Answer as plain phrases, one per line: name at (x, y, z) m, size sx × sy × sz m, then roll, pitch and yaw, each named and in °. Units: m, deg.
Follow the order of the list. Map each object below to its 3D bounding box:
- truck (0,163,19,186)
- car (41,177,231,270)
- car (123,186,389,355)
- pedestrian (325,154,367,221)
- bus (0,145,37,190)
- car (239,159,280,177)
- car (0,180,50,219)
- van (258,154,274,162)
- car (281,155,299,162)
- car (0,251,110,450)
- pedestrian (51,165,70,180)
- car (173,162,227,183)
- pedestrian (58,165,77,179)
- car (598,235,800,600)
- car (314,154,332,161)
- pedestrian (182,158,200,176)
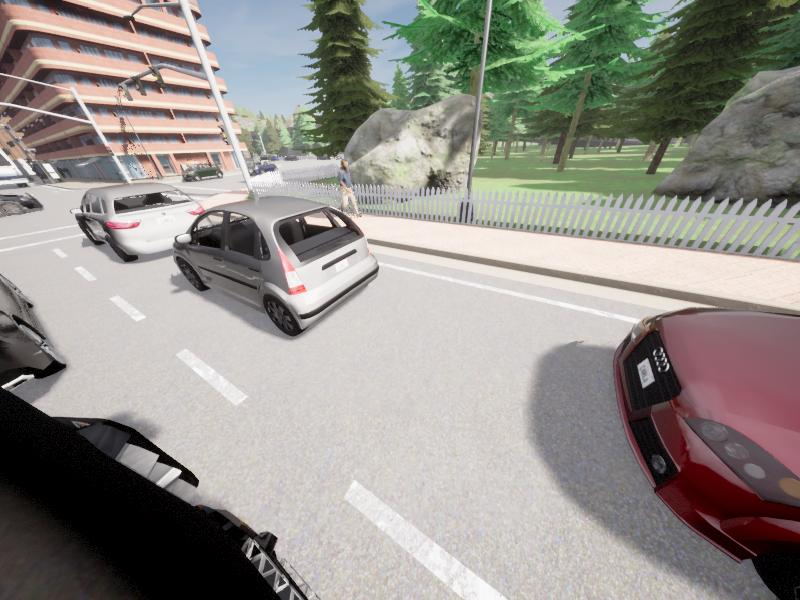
truck at (-60.300, -18.899, 33.629) m, size 8.468 × 3.827 × 2.891 m, roll 16°, pitch 38°, yaw 27°
car at (-7.776, -2.546, 6.877) m, size 4.611 × 1.667 × 2.242 m, roll 17°, pitch 38°, yaw 27°
car at (-2.423, -0.928, 4.081) m, size 3.988 × 1.617 × 1.851 m, roll 16°, pitch 38°, yaw 27°
pedestrian at (-1.741, -3.693, 7.645) m, size 0.751 × 1.860 × 0.751 m, roll 17°, pitch 38°, yaw 27°
bus at (-49.467, -15.796, 27.737) m, size 10.273 × 4.253 × 3.944 m, roll 16°, pitch 38°, yaw 27°
car at (-16.471, -15.682, 27.413) m, size 1.970 × 1.475 × 3.806 m, roll 4°, pitch 34°, yaw 10°
car at (-21.615, -4.558, 11.088) m, size 2.038 × 1.542 × 4.974 m, roll 16°, pitch 38°, yaw 26°
van at (-40.265, -42.601, 69.343) m, size 4.442 × 1.987 × 1.775 m, roll 17°, pitch 38°, yaw 27°
car at (-30.582, -39.471, 64.314) m, size 4.892 × 1.490 × 1.837 m, roll 18°, pitch 39°, yaw 28°
car at (-6.015, 0.308, 2.585) m, size 4.902 × 1.511 × 2.128 m, roll 16°, pitch 38°, yaw 27°
pedestrian at (-52.717, -19.808, 35.874) m, size 0.751 × 1.860 × 0.751 m, roll 17°, pitch 38°, yaw 27°
car at (-21.157, -13.658, 24.658) m, size 1.789 × 1.549 × 3.705 m, roll 9°, pitch 35°, yaw 17°
pedestrian at (-50.709, -19.514, 35.276) m, size 0.751 × 1.860 × 0.751 m, roll 16°, pitch 38°, yaw 26°
car at (3.739, 1.000, 0.916) m, size 4.181 × 1.385 × 1.994 m, roll 18°, pitch 39°, yaw 28°
car at (-20.213, -37.423, 60.512) m, size 2.033 × 1.411 × 5.357 m, roll -29°, pitch 42°, yaw -34°
pedestrian at (-26.257, -16.722, 29.072) m, size 0.751 × 1.860 × 0.751 m, roll 7°, pitch 35°, yaw 14°
